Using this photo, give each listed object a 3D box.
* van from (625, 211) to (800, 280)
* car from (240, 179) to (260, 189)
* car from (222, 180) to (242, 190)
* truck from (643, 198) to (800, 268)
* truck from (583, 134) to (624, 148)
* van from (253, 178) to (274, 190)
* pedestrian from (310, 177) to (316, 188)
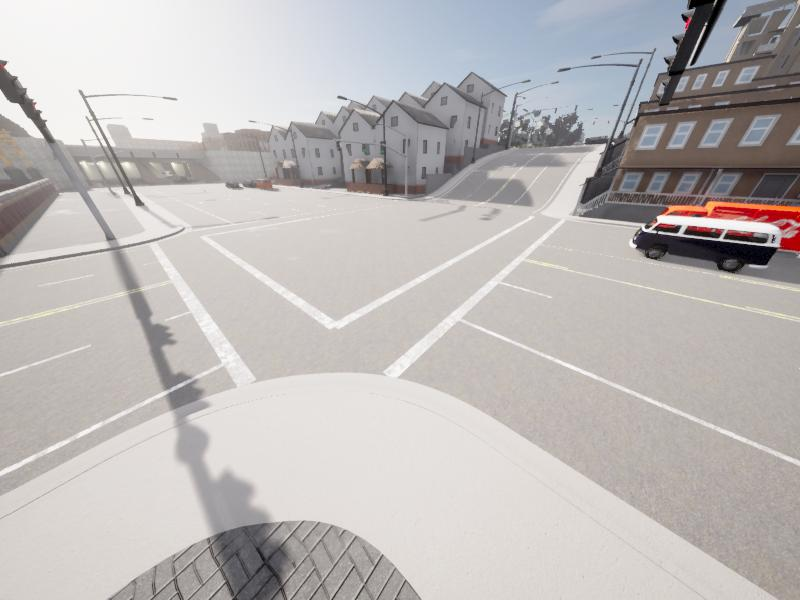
[{"bbox_3d":[14.430,-2.880,11.262,4.480,2.038,2.069,24,38,35],"label":"van"},{"bbox_3d":[-34.212,-26.470,52.617,4.611,1.667,2.242,24,38,35],"label":"car"},{"bbox_3d":[-36.658,-25.179,50.465,4.514,1.525,2.007,24,38,35],"label":"car"},{"bbox_3d":[17.526,-3.952,12.692,5.204,2.467,2.627,25,38,36],"label":"truck"},{"bbox_3d":[45.390,-35.474,51.647,6.274,2.098,2.390,24,38,35],"label":"truck"},{"bbox_3d":[-28.331,-24.069,48.009,4.442,1.987,1.775,24,38,35],"label":"van"},{"bbox_3d":[-18.059,-24.427,48.006,0.751,1.860,0.751,-26,39,-38],"label":"pedestrian"}]
